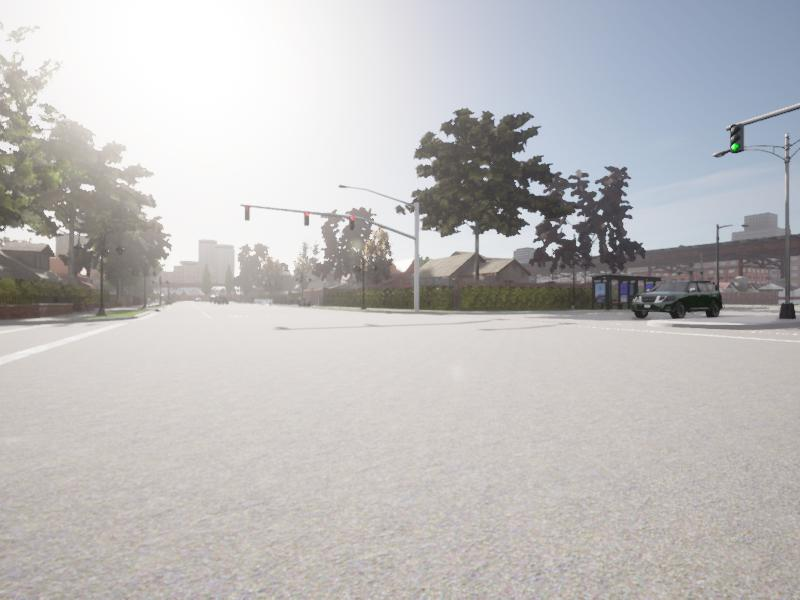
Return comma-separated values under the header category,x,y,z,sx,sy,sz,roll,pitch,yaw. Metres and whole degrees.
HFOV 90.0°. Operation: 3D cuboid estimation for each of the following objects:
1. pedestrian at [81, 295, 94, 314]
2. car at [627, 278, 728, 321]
category,x,y,z,sx,sy,sz,roll,pitch,yaw
pedestrian,-18.767,0.278,24.032,0.500,1.100,0.500,0,0,-27
car,14.975,-0.033,21.537,5.566,2.045,2.150,0,0,-28
